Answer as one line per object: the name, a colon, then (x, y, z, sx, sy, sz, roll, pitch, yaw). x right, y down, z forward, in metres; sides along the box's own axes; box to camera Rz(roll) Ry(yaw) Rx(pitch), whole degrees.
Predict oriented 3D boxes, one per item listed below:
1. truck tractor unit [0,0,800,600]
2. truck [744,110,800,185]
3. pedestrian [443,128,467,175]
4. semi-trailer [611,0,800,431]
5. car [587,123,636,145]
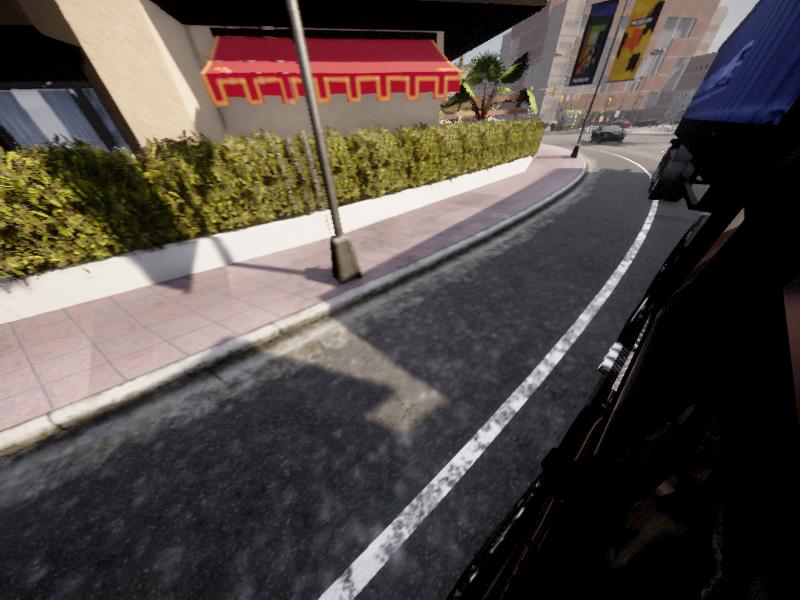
truck tractor unit: (2.645, -0.295, 0.351, 6.516, 4.208, 3.053, -28, 44, -30)
truck: (15.639, -5.127, 7.715, 2.390, 2.098, 6.274, 19, 42, 26)
pedestrian: (2.710, -7.374, 11.500, 0.751, 1.860, 0.751, 24, 44, 31)
semi-trailer: (8.070, -3.980, 4.749, 2.717, 4.402, 14.254, 27, 46, 33)
car: (21.104, -16.835, 23.366, 1.930, 1.638, 5.238, 11, 39, 17)
